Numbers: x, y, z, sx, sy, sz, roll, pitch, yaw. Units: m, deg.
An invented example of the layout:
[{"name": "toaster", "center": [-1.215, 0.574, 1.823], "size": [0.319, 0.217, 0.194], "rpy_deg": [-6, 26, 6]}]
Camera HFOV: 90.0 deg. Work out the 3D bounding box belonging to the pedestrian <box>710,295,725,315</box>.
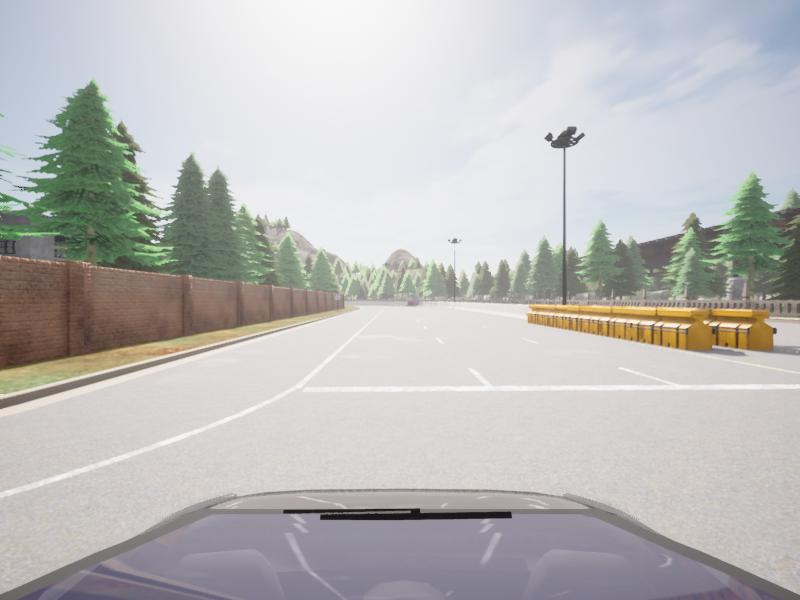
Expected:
[{"name": "pedestrian", "center": [29.009, 0.457, 36.580], "size": [0.751, 1.860, 0.751], "rpy_deg": [0, 0, -1]}]
